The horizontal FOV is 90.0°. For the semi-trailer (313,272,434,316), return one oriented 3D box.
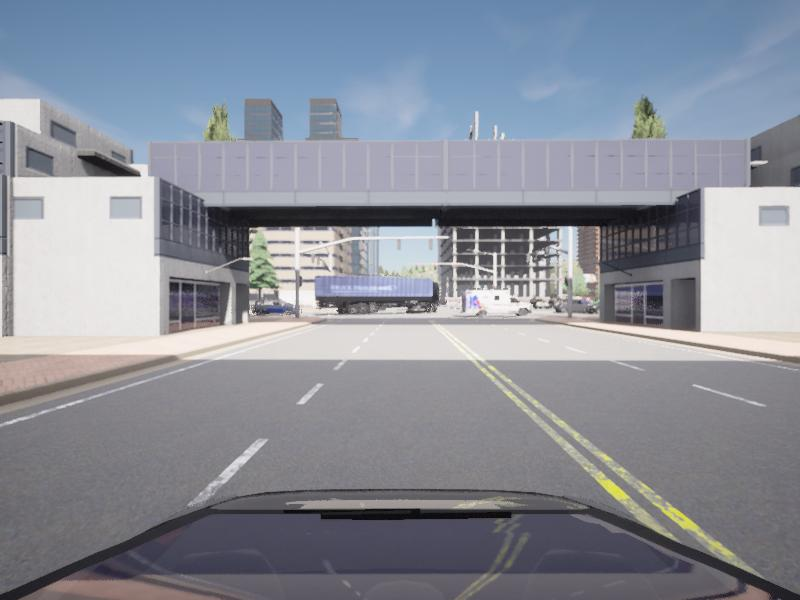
[{"bbox_3d":[-2.517,-0.616,45.047,14.254,4.402,2.717,0,1,-36],"label":"semi-trailer"}]

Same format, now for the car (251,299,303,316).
[{"bbox_3d":[-12.491,0.769,40.861,4.611,1.667,2.242,0,0,0],"label":"car"}]

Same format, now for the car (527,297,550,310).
[{"bbox_3d":[21.375,0.514,61.820,1.932,1.855,4.605,0,0,1],"label":"car"}]

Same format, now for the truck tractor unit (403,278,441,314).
[{"bbox_3d":[2.953,-0.510,50.417,3.053,4.208,6.516,0,0,20],"label":"truck tractor unit"}]

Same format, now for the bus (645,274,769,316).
[{"bbox_3d":[33.042,-0.521,43.441,10.273,4.253,3.944,0,0,2],"label":"bus"}]

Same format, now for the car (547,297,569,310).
[{"bbox_3d":[24.269,0.517,61.722,1.905,1.878,3.866,0,0,1],"label":"car"}]

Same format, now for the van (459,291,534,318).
[{"bbox_3d":[8.853,0.388,37.217,6.366,2.431,2.351,0,0,0],"label":"van"}]

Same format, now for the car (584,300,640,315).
[{"bbox_3d":[23.203,0.793,43.939,5.027,1.651,2.152,0,0,1],"label":"car"}]

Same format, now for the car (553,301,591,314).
[{"bbox_3d":[20.386,0.840,47.502,3.633,1.501,1.845,0,0,1],"label":"car"}]
